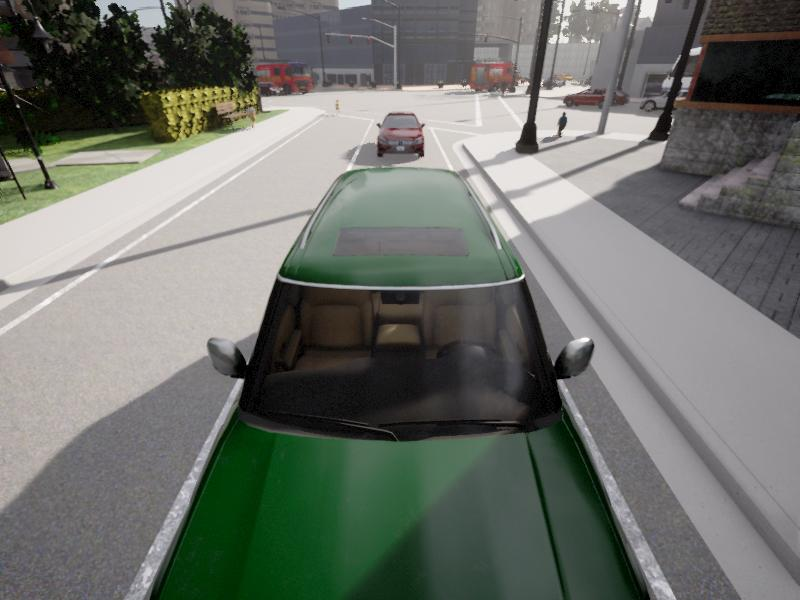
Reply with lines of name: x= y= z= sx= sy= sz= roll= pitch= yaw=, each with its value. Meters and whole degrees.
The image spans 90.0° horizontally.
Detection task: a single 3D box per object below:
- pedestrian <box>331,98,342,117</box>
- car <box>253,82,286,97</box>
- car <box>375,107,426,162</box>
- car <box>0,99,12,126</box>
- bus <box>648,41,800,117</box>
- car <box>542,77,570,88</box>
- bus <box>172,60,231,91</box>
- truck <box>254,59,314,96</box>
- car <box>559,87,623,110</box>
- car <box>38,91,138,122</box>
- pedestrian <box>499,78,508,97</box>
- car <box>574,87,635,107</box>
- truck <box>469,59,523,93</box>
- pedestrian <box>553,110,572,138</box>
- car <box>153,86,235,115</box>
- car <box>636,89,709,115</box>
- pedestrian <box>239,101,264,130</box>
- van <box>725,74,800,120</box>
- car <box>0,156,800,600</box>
pedestrian: x=-4.393 y=-13.370 z=27.774 sx=0.500 sy=1.100 sz=0.500 roll=19 pitch=35 yaw=30
car: x=-15.570 y=-25.158 z=47.795 sx=1.970 sy=1.475 sz=3.806 roll=-27 pitch=39 yaw=-37
car: x=0.039 y=-6.883 z=16.376 sx=1.812 sy=1.442 sz=4.674 roll=0 pitch=30 yaw=0
car: x=-25.819 y=-10.688 z=22.713 sx=5.027 sy=1.651 sz=2.152 roll=-26 pitch=39 yaw=-37
bus: x=24.824 y=-15.973 z=28.916 sx=3.944 sy=4.253 sz=10.273 roll=-26 pitch=38 yaw=-38
car: x=25.800 y=-36.086 z=66.306 sx=4.974 sy=1.542 sz=2.038 roll=-26 pitch=39 yaw=-37
bus: x=-33.216 y=-37.452 z=66.842 sx=10.273 sy=4.253 sz=3.944 roll=23 pitch=37 yaw=35
truck: x=-14.797 y=-28.251 z=50.818 sx=2.891 sy=3.827 sz=8.468 roll=-27 pitch=39 yaw=-38
car: x=15.823 y=-16.852 z=33.324 sx=1.816 sy=1.474 sz=4.193 roll=-27 pitch=39 yaw=-37
car: x=-20.847 y=-13.076 z=26.943 sx=4.792 sy=1.488 sz=2.163 roll=-26 pitch=39 yaw=-37
pedestrian: x=11.633 y=-23.816 z=44.915 sx=0.751 sy=1.860 sz=0.751 roll=7 pitch=31 yaw=13
car: x=18.150 y=-18.130 z=35.622 sx=1.994 sy=1.385 sz=4.181 roll=-27 pitch=39 yaw=-38
truck: x=13.363 y=-31.093 z=55.479 sx=2.891 sy=3.827 sz=8.468 roll=25 pitch=39 yaw=36
pedestrian: x=7.354 y=-7.960 z=18.132 sx=0.500 sy=1.100 sz=0.500 roll=2 pitch=30 yaw=4
car: x=-15.885 y=-15.579 z=31.091 sx=5.027 sy=1.651 sz=2.152 roll=-26 pitch=39 yaw=-37
car: x=20.093 y=-14.715 z=29.600 sx=1.970 sy=1.475 sz=3.806 roll=-26 pitch=39 yaw=-37
pedestrian: x=-7.729 y=-9.599 z=20.826 sx=0.751 sy=1.300 sz=0.751 roll=5 pitch=31 yaw=8
van: x=24.955 y=-12.747 z=25.091 sx=2.351 sy=2.431 sz=6.366 roll=-27 pitch=38 yaw=-38
car: x=0.005 y=0.342 z=3.437 sx=2.150 sy=2.045 sz=5.566 roll=0 pitch=30 yaw=0
